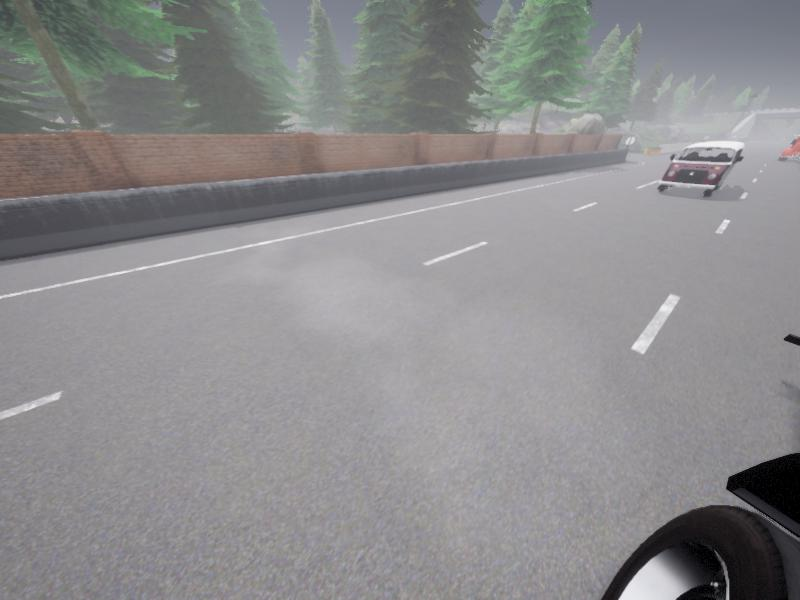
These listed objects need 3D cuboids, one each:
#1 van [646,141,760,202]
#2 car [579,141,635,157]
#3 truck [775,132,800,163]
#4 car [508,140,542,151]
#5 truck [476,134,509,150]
[{"bbox_3d":[14.049,-6.137,10.740,4.480,2.038,2.069,-23,41,-29],"label":"van"},{"bbox_3d":[27.523,-20.280,30.907,2.038,1.542,4.974,-22,42,-26],"label":"car"},{"bbox_3d":[40.407,-15.086,22.831,5.204,2.467,2.627,-23,41,-29],"label":"truck"},{"bbox_3d":[22.414,-27.898,41.640,2.033,1.649,4.856,-23,41,-28],"label":"car"},{"bbox_3d":[18.319,-31.494,46.070,2.627,2.467,5.204,-22,41,-28],"label":"truck"}]
